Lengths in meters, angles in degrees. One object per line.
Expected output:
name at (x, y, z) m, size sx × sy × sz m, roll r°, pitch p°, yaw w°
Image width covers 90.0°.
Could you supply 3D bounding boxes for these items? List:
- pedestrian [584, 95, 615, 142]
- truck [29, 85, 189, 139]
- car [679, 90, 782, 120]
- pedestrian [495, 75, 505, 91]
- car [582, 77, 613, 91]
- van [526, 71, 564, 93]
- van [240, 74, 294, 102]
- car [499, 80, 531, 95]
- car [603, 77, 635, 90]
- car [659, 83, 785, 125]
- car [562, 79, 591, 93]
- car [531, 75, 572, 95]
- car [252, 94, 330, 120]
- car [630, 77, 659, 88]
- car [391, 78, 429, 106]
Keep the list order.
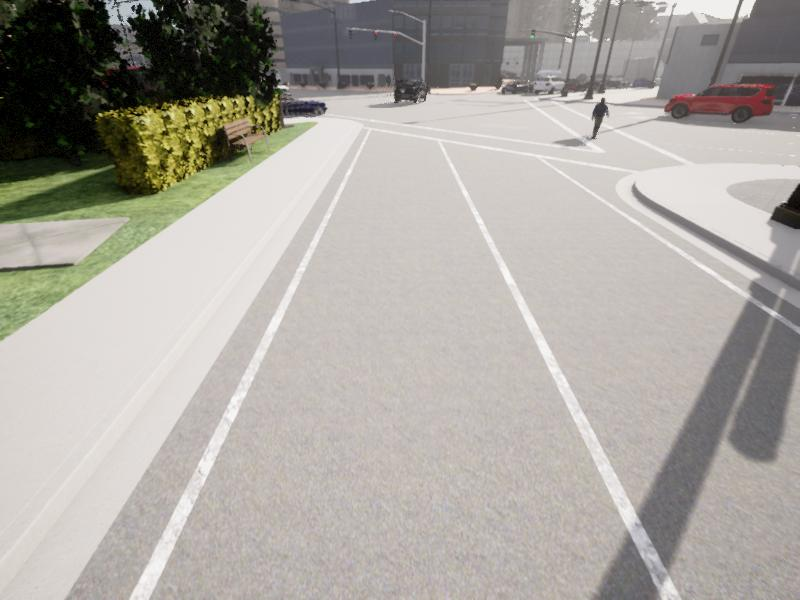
pedestrian at (9.069, -8.291, 18.283) m, size 0.751 × 1.860 × 0.751 m, roll 7°, pitch 31°, yaw 12°
truck at (-15.244, -10.200, 21.413) m, size 6.274 × 2.098 × 2.390 m, roll -26°, pitch 39°, yaw -37°
car at (22.665, -13.559, 27.641) m, size 1.882 × 1.535 × 5.008 m, roll -26°, pitch 39°, yaw -38°
pedestrian at (13.766, -29.947, 55.152) m, size 0.751 × 1.860 × 0.751 m, roll -13°, pitch 33°, yaw -22°
car at (29.020, -31.711, 58.742) m, size 5.238 × 1.638 × 1.930 m, roll -26°, pitch 39°, yaw -37°
van at (20.032, -30.165, 55.198) m, size 5.915 × 2.561 × 1.988 m, roll -26°, pitch 39°, yaw -37°
van at (-14.162, -22.540, 42.445) m, size 2.351 × 2.431 × 6.366 m, roll -26°, pitch 39°, yaw -37°
car at (14.673, -27.076, 50.958) m, size 4.193 × 1.474 × 1.816 m, roll -26°, pitch 39°, yaw -37°
car at (34.355, -34.016, 62.692) m, size 5.238 × 1.638 × 1.930 m, roll -22°, pitch 37°, yaw -33°
car at (20.186, -12.531, 25.367) m, size 2.150 × 2.045 × 5.566 m, roll -26°, pitch 39°, yaw -37°
car at (24.170, -29.287, 54.752) m, size 4.193 × 1.474 × 1.816 m, roll -26°, pitch 39°, yaw -37°
car at (19.028, -27.018, 50.289) m, size 5.566 × 2.045 × 2.150 m, roll -26°, pitch 39°, yaw -37°
car at (-7.443, -13.338, 27.596) m, size 4.718 × 1.301 × 1.895 m, roll -18°, pitch 35°, yaw -28°
car at (40.400, -35.867, 66.031) m, size 4.193 × 1.474 × 1.816 m, roll -15°, pitch 33°, yaw -24°
car at (1.018, -19.935, 38.197) m, size 2.150 × 2.045 × 5.566 m, roll 9°, pitch 31°, yaw 14°
